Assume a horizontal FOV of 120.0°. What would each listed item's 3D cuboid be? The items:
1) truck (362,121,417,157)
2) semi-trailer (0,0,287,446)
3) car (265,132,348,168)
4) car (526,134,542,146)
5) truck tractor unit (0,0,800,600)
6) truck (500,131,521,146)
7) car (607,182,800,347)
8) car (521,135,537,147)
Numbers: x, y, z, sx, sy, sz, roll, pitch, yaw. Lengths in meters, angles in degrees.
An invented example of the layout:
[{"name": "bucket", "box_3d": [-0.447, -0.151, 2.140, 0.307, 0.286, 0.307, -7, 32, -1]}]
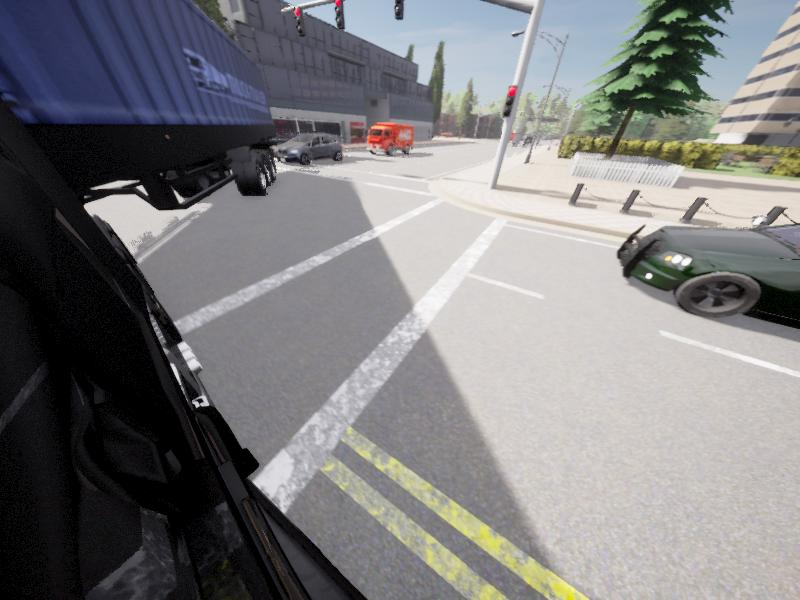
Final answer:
[{"name": "truck", "box_3d": [-0.902, -15.286, 22.006, 2.627, 2.467, 5.204, 22, 40, 24]}, {"name": "semi-trailer", "box_3d": [-5.699, -4.672, 5.834, 2.717, 4.402, 14.254, -8, 38, -13]}, {"name": "car", "box_3d": [-5.965, -10.155, 15.466, 2.242, 1.667, 4.611, 21, 41, 23]}, {"name": "car", "box_3d": [32.433, -38.677, 55.799, 2.150, 2.045, 5.566, 22, 41, 24]}, {"name": "truck tractor unit", "box_3d": [-2.645, -0.295, 0.351, 6.516, 4.208, 3.053, 28, 44, 30]}, {"name": "truck", "box_3d": [23.535, -34.421, 49.171, 2.627, 2.467, 5.204, 22, 41, 23]}, {"name": "car", "box_3d": [6.420, -0.319, 3.217, 4.974, 1.542, 2.038, 22, 41, 24]}, {"name": "car", "box_3d": [27.713, -34.148, 49.560, 1.905, 1.878, 3.866, 22, 41, 24]}]
